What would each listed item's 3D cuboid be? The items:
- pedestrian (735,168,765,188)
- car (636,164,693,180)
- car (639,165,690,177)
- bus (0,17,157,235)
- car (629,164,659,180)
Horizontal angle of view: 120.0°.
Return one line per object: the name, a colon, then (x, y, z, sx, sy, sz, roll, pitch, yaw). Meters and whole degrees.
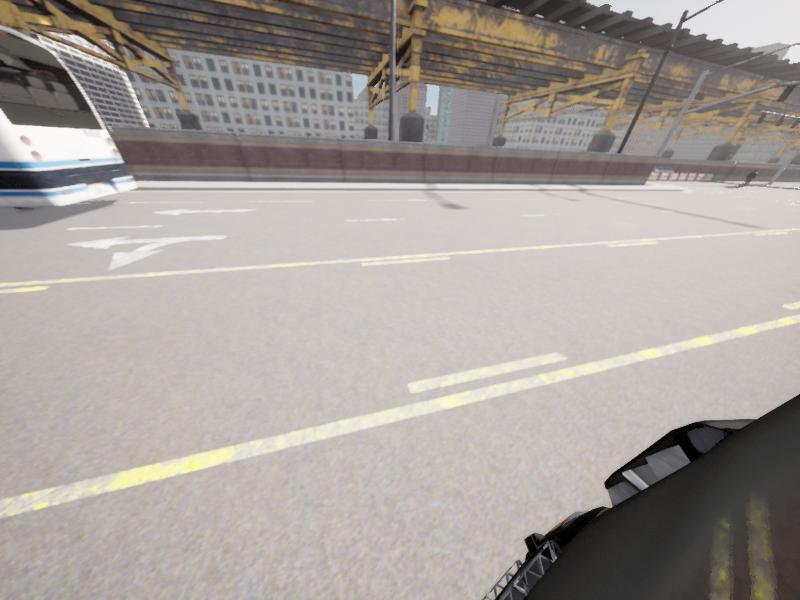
pedestrian: (37.477, -13.031, 24.744, 0.751, 1.860, 0.751, -6, 34, -13)
car: (38.131, -18.578, 33.492, 4.974, 1.542, 2.038, 9, 34, 10)
car: (38.087, -18.718, 33.414, 4.536, 1.218, 1.853, 9, 34, 10)
bus: (-13.988, -4.006, 5.174, 10.273, 4.253, 3.944, -7, 35, -14)
car: (33.163, -17.550, 31.570, 2.038, 1.542, 4.974, 25, 39, 30)
